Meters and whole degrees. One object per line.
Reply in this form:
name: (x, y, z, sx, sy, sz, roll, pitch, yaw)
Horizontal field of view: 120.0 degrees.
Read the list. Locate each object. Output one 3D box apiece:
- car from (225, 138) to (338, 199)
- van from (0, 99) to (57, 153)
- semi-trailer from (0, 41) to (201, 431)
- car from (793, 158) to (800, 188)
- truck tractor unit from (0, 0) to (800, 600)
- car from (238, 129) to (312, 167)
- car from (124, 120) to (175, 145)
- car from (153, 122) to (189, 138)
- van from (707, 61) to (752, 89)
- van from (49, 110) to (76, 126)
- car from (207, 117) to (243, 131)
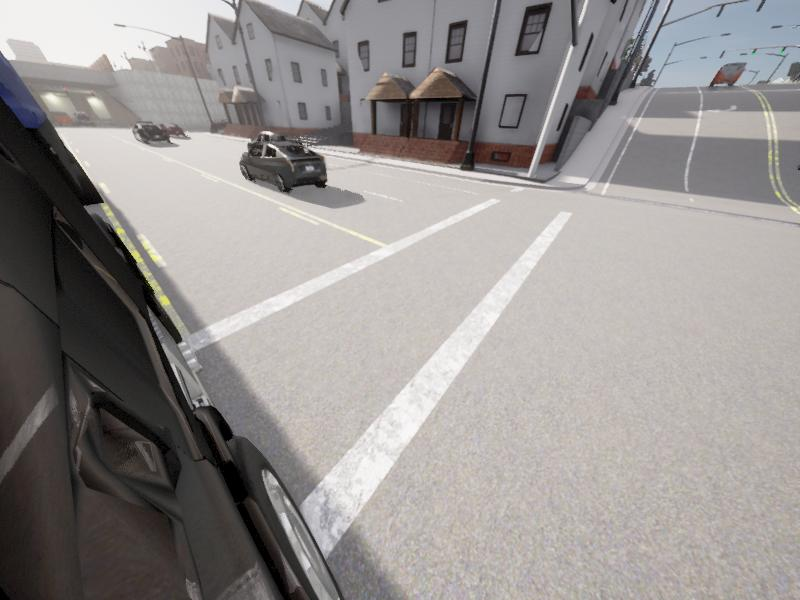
car: (-4.892, -5.582, 9.503, 4.514, 1.525, 2.007, 28, 44, 30)
van: (-25.000, -11.363, 15.009, 5.915, 2.561, 1.988, 28, 44, 30)
semi-trailer: (-8.682, -3.626, 4.229, 14.254, 4.402, 2.717, 28, 44, 30)
car: (21.894, -6.526, 11.309, 1.970, 1.475, 3.806, 27, 60, 29)
truck tractor unit: (-2.645, -0.295, 0.351, 6.516, 4.208, 3.053, 28, 44, 30)
car: (-8.212, -10.098, 15.178, 4.611, 1.667, 2.242, 29, 44, 31)
car: (-23.509, -15.708, 21.649, 5.238, 1.638, 1.930, 28, 43, 30)
car: (-28.494, -21.138, 28.716, 4.674, 1.442, 1.812, 27, 43, 29)
van: (35.695, -24.478, 25.156, 1.775, 1.987, 4.442, 29, 52, 30)
van: (-58.450, -31.437, 39.972, 4.442, 1.987, 1.775, 27, 43, 29)
car: (-32.717, -33.082, 43.291, 2.242, 1.667, 4.611, 28, 50, 30)
